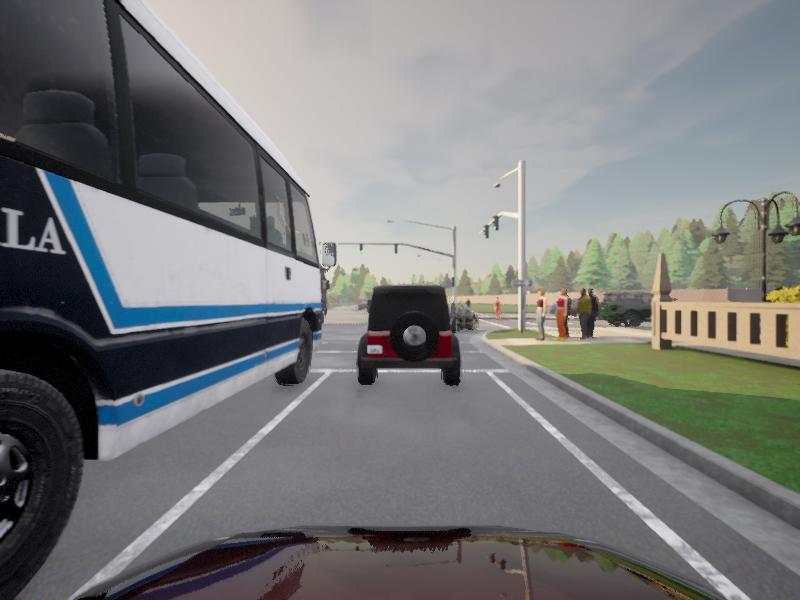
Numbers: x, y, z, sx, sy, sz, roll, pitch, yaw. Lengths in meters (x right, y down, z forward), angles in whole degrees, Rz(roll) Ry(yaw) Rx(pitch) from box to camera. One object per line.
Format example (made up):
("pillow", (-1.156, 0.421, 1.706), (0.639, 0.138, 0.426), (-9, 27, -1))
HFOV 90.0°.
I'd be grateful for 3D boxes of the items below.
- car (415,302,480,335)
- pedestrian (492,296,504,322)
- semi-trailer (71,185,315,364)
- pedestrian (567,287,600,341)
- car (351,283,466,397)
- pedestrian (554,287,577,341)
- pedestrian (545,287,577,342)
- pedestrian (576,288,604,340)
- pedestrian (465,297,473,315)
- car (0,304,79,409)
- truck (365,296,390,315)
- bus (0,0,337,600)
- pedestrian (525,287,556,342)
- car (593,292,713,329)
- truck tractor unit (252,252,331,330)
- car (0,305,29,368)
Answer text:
("car", (2.494, 0.860, 20.151), (1.970, 1.475, 3.806), (0, 0, 29))
("pedestrian", (7.026, 0.647, 28.779), (0.751, 1.860, 0.751), (0, 0, 6))
("semi-trailer", (-6.609, -0.613, 16.980), (2.717, 4.402, 14.254), (0, 0, 1))
("pedestrian", (6.524, 0.490, 14.213), (0.751, 1.860, 0.751), (0, 0, -20))
("car", (0.201, 0.650, 8.562), (1.905, 1.878, 3.866), (0, 0, 2))
("pedestrian", (6.000, 0.490, 14.455), (0.751, 1.860, 0.751), (0, 0, 24))
("pedestrian", (5.638, 0.490, 14.015), (0.751, 1.860, 0.751), (0, 0, -14))
("pedestrian", (6.977, 0.490, 14.669), (0.751, 1.860, 0.751), (0, 0, 41))
("pedestrian", (7.472, 0.651, 43.426), (0.751, 1.860, 0.751), (0, 0, 2))
("car", (-6.927, 0.838, 4.808), (2.128, 1.511, 4.902), (0, 0, 2))
("truck", (-2.472, 0.558, 46.147), (2.390, 2.098, 6.274), (0, 0, 1))
("bus", (-3.529, -0.533, 4.099), (3.944, 4.253, 10.273), (0, 0, 1))
("pedestrian", (4.908, 0.490, 13.962), (0.751, 1.860, 0.751), (0, 0, -9))
("car", (14.520, 0.577, 23.225), (5.566, 2.045, 2.150), (0, 0, 3))
("truck tractor unit", (-6.441, -0.514, 24.894), (3.053, 4.208, 6.516), (0, 0, 1))
("car", (-10.325, 0.856, 8.015), (1.816, 1.474, 4.193), (0, 0, 1))
